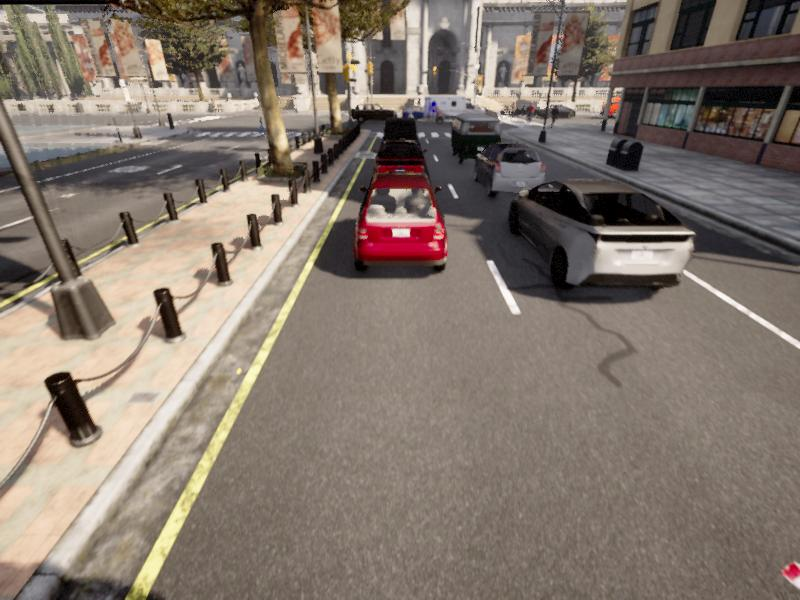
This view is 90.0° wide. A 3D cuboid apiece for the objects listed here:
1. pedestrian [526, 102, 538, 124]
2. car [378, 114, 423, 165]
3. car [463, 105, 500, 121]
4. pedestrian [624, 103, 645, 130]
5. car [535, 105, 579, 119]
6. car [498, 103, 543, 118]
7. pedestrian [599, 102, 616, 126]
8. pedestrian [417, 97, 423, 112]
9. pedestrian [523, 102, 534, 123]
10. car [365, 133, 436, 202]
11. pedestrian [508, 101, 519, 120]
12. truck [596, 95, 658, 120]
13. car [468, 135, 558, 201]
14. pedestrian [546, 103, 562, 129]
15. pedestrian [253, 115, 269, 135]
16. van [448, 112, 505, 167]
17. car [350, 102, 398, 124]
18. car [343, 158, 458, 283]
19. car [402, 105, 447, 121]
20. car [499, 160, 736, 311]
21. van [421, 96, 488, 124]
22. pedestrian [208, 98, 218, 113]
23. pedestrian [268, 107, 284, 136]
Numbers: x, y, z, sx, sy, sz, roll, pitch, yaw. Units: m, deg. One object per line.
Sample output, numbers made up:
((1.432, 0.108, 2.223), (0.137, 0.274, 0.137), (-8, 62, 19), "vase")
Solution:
((13.148, -18.644, 39.873), (0.751, 1.860, 0.751), (15, 31, 26), "pedestrian")
((0.019, -7.786, 19.210), (1.905, 1.878, 3.866), (0, 28, 0), "car")
((8.799, -20.308, 43.453), (3.633, 1.501, 1.845), (0, 28, 0), "car")
((18.512, -14.476, 31.598), (0.751, 1.860, 0.751), (-1, 28, -2), "pedestrian")
((18.224, -21.845, 46.549), (4.181, 1.385, 1.994), (0, 28, 0), "car")
((14.857, -23.527, 49.637), (4.792, 1.488, 2.163), (0, 28, 0), "car")
((18.099, -16.201, 34.887), (0.751, 1.860, 0.751), (2, 28, 4), "pedestrian")
((2.836, -28.126, 57.619), (0.751, 1.860, 0.751), (0, 28, 0), "pedestrian")
((12.989, -18.901, 40.361), (0.751, 1.860, 0.751), (10, 29, 19), "pedestrian")
((0.013, -4.666, 13.658), (2.007, 1.525, 4.514), (0, 28, 0), "car")
((12.590, -21.116, 44.584), (0.751, 1.860, 0.751), (-3, 28, -5), "pedestrian")
((26.086, -22.321, 46.257), (5.204, 2.467, 2.627), (0, 28, 0), "truck")
((3.534, -4.474, 13.285), (1.845, 1.501, 3.633), (0, 28, 0), "car")
((12.497, -14.909, 32.427), (0.751, 1.860, 0.751), (2, 28, 5), "pedestrian")
((-10.439, -13.163, 30.048), (0.751, 1.300, 0.751), (-2, 28, -4), "pedestrian")
((3.472, -7.774, 19.082), (1.775, 1.987, 4.442), (0, 28, 0), "van")
((-2.547, -18.858, 40.324), (4.605, 1.855, 1.932), (0, 28, 0), "car")
((0.009, -1.837, 8.237), (1.789, 1.549, 3.705), (0, 28, 0), "car")
((2.582, -20.299, 43.493), (4.792, 1.488, 2.163), (0, 28, 0), "car")
((3.507, -1.554, 7.726), (2.007, 1.525, 4.514), (0, 28, 0), "car")
((5.333, -19.085, 40.160), (6.366, 2.431, 2.351), (0, 28, 0), "van")
((-26.102, -27.203, 55.882), (0.751, 1.860, 0.751), (0, 28, 0), "pedestrian")
((-8.979, -12.912, 28.965), (0.751, 1.860, 0.751), (-4, 28, -8), "pedestrian")
